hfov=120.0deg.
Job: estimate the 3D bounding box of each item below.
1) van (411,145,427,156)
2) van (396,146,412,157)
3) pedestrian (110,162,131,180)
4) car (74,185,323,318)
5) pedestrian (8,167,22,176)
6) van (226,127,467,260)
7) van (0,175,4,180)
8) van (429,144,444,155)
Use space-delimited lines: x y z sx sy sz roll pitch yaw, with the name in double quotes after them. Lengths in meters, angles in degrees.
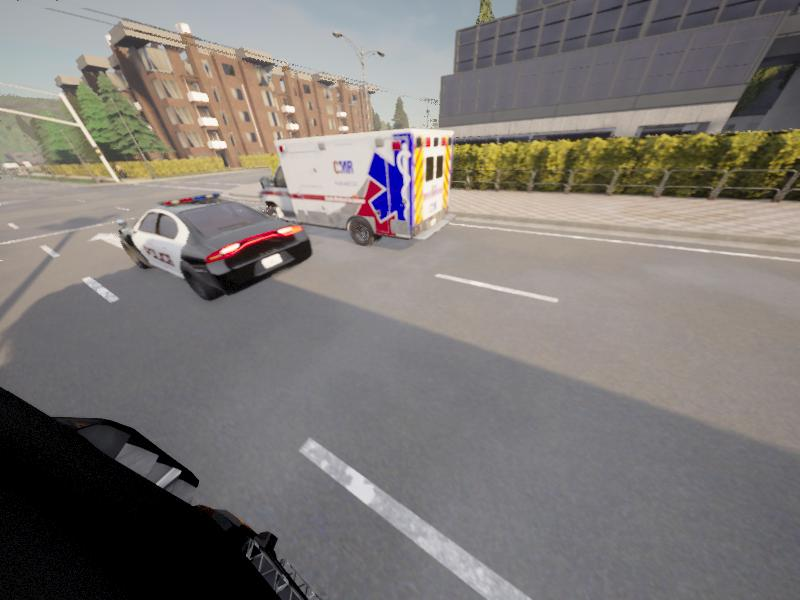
4.786 -37.300 57.608 2.069 2.038 4.480 16 38 27 "van"
1.094 -37.519 58.226 2.069 2.038 4.480 16 38 27 "van"
-34.677 -16.019 28.672 0.751 1.860 0.751 16 38 26 "pedestrian"
-4.413 -1.468 5.106 4.974 1.542 2.038 16 38 26 "car"
-93.973 -31.428 56.402 0.751 1.860 0.751 8 35 16 "pedestrian"
-1.673 -3.300 6.827 6.366 2.431 2.351 16 38 26 "van"
-85.049 -26.252 47.674 5.915 2.561 1.988 16 38 26 "van"
9.140 -37.725 57.902 2.069 2.038 4.480 16 38 27 "van"
